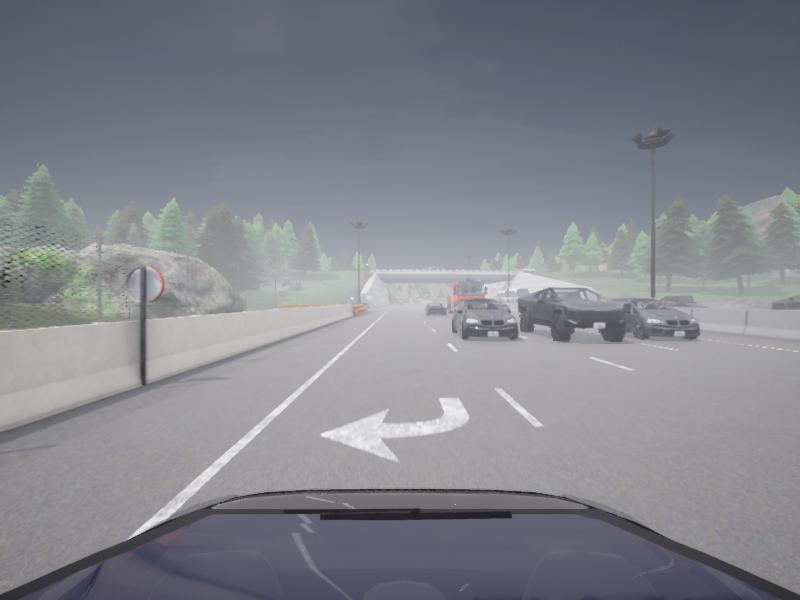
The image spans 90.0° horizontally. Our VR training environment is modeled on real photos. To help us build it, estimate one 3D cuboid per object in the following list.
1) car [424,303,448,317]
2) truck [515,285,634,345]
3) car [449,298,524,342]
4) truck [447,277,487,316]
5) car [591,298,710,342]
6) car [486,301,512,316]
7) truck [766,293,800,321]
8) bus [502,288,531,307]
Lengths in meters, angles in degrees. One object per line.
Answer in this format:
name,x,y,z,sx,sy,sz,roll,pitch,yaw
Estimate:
car,3.500,0.929,39.516,1.895,1.301,4.718,0,0,0
truck,6.999,0.535,17.134,2.390,2.098,6.274,0,0,0
car,3.499,0.749,17.262,2.242,1.667,4.611,0,0,0
truck,6.995,-0.337,43.226,2.891,3.827,8.468,0,0,0
car,10.502,0.749,17.292,2.242,1.667,4.611,0,0,0
car,10.501,0.838,42.740,1.816,1.474,4.193,0,0,0
truck,31.502,0.531,29.994,2.390,2.098,6.274,0,0,0
bus,27.881,-0.575,96.397,3.944,4.253,10.273,0,0,0
